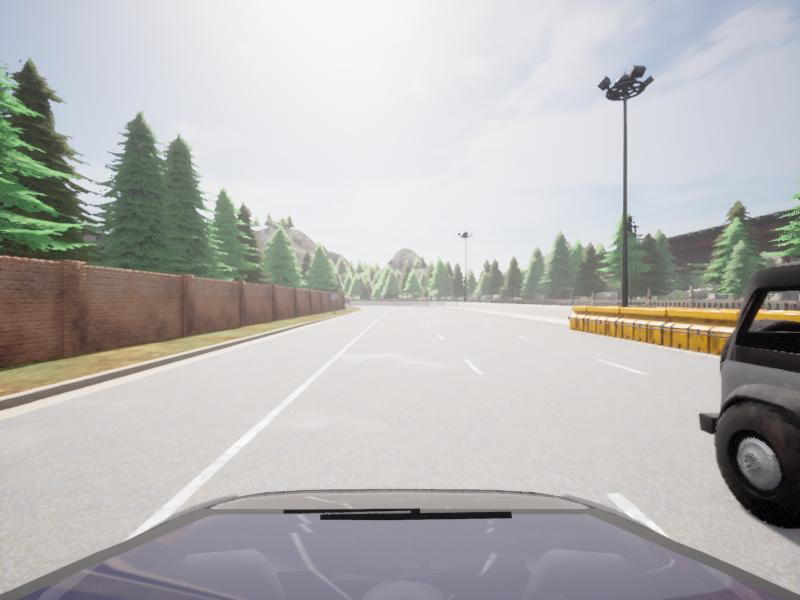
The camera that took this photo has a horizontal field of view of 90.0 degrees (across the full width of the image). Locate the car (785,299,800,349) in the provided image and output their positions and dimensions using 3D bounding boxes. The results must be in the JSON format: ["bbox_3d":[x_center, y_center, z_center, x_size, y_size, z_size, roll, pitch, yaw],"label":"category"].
[{"bbox_3d":[13.974,0.779,11.577,1.851,1.617,3.988,0,0,0],"label":"car"}]

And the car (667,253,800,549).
[{"bbox_3d":[3.493,0.643,1.860,1.905,1.878,3.866,0,0,0],"label":"car"}]
